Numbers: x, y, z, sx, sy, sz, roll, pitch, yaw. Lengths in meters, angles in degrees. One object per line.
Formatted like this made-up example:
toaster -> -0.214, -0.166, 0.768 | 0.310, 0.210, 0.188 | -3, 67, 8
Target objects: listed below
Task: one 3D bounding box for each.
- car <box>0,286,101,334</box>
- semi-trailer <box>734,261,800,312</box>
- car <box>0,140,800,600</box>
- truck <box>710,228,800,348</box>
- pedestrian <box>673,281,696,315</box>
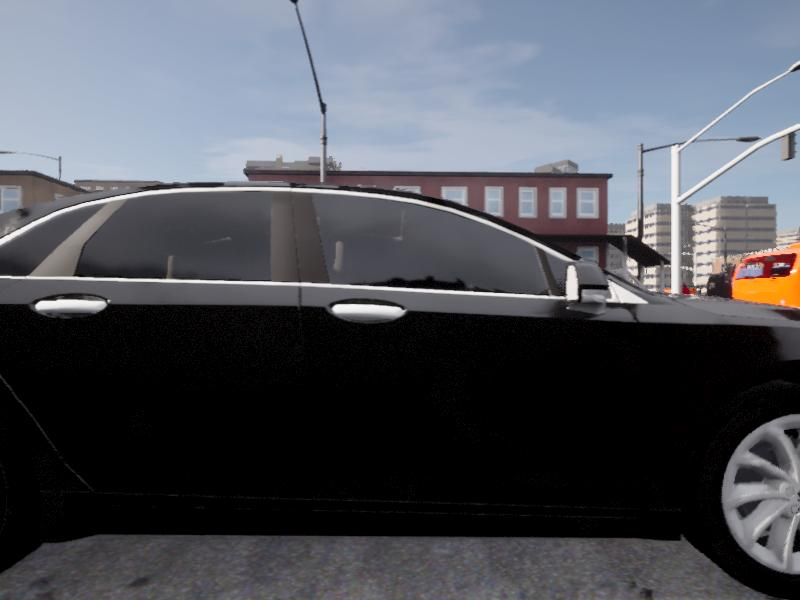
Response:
car -> -12.237, 0.299, 12.603 | 4.181, 1.385, 1.994 | 0, 0, 0
semi-trailer -> 36.250, -1.198, 34.118 | 2.717, 4.402, 14.254 | 0, 0, -4
car -> -0.172, 0.244, 2.191 | 4.892, 1.490, 1.837 | 0, 0, -1
truck -> 10.803, -0.237, 9.267 | 5.204, 2.467, 2.627 | 0, 0, 0
pedestrian -> 16.011, -0.106, 22.516 | 0.751, 1.860, 0.751 | 0, 0, 6
